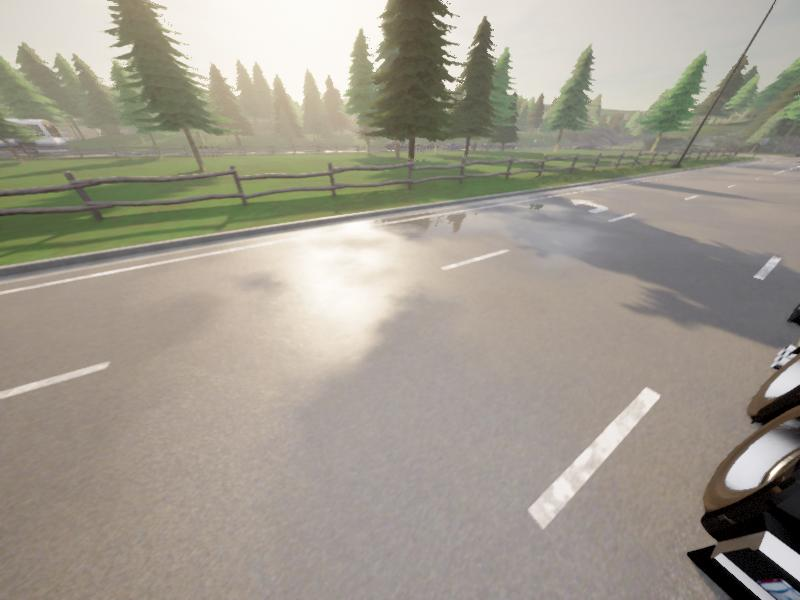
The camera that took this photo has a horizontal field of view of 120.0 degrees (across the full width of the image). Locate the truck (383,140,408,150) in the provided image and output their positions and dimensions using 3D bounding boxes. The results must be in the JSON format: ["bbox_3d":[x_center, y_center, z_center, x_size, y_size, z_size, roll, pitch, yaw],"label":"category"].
[{"bbox_3d":[-1.136,-42.243,62.911,6.274,2.098,2.390,-18,39,-24],"label":"truck"}]

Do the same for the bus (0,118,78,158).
[{"bbox_3d":[-53.117,-21.650,30.918,10.273,4.253,3.944,-18,39,-24],"label":"bus"}]

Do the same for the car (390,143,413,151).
[{"bbox_3d":[0.376,-37.935,57.135,5.238,1.638,1.930,-18,39,-24],"label":"car"}]

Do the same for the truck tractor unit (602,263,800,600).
[{"bbox_3d":[5.111,-0.299,0.792,6.516,4.208,3.053,-18,39,-24],"label":"truck tractor unit"}]
